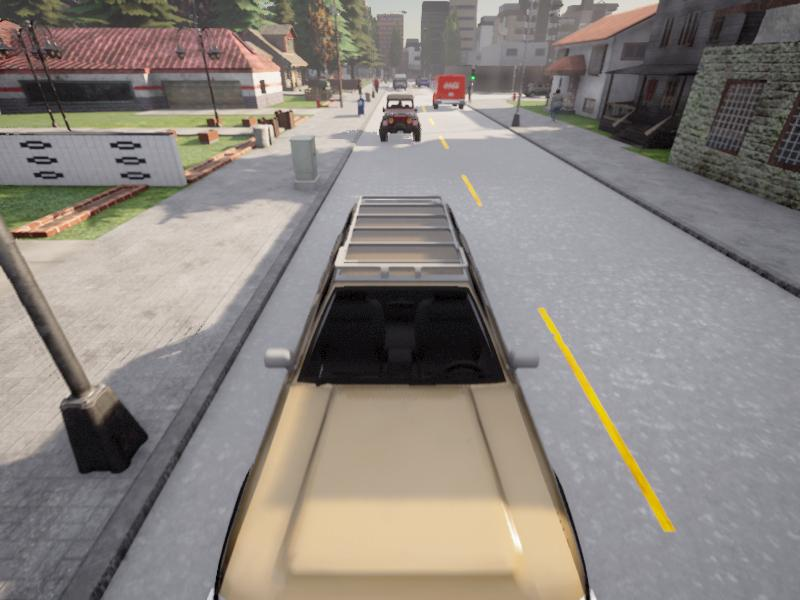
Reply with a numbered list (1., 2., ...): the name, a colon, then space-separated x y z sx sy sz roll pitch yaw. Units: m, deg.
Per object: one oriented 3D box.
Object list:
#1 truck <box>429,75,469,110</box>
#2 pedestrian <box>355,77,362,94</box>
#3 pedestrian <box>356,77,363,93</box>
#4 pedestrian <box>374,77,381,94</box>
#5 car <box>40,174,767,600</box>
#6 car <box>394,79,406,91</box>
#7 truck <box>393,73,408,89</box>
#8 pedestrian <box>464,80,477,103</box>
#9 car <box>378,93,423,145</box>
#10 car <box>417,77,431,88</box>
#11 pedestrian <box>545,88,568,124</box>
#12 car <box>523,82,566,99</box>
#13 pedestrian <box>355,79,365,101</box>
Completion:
1. truck: 4.015 -17.563 33.701 2.627 2.467 5.204 0 29 0
2. pedestrian: -5.027 -26.259 48.988 0.751 1.860 0.751 -2 30 -3
3. pedestrian: -5.151 -27.151 50.517 0.751 1.860 0.751 0 30 0
4. pedestrian: -2.806 -26.245 48.965 0.751 1.860 0.751 -3 30 -5
5. car: 0.011 0.383 3.516 1.932 1.855 4.605 0 31 0
6. car: 0.017 -32.270 59.939 1.816 1.474 4.193 0 30 0
7. truck: 0.014 -36.222 66.101 2.390 2.098 6.274 0 30 0
8. pedestrian: 6.637 -19.709 37.756 0.751 1.860 0.751 -16 34 -25
9. car: 0.010 -8.725 19.132 1.905 1.878 3.866 0 30 0
10. car: 4.017 -36.784 67.633 2.007 1.525 4.514 0 30 0
11. pedestrian: 9.229 -11.458 23.600 0.751 1.860 0.751 0 30 0
12. car: 16.094 -23.512 44.789 3.988 1.617 1.851 0 30 0
13. pedestrian: -3.904 -20.648 39.361 0.751 1.860 0.751 -7 31 -12
